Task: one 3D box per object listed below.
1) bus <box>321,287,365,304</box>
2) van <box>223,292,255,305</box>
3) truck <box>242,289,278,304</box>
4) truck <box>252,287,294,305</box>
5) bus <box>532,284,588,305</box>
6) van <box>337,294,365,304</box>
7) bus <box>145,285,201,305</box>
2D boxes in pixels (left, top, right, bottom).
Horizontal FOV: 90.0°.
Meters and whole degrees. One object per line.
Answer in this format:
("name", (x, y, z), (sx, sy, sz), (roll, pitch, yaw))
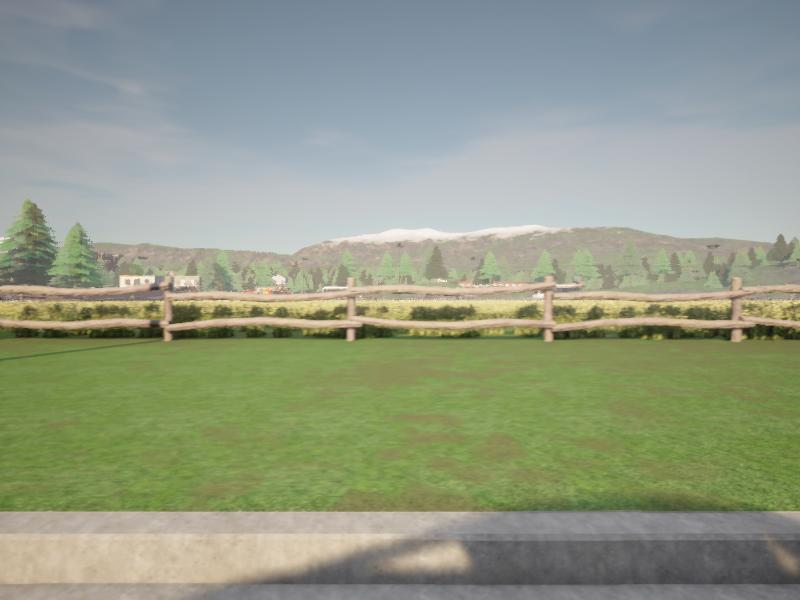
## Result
("bus", (-13.943, -1.134, 98.685), (10.273, 4.253, 3.944), (0, 0, 0))
("van", (-33.952, -0.290, 84.467), (5.915, 2.561, 1.988), (0, 0, 0))
("truck", (-36.193, -0.914, 103.620), (8.468, 3.827, 2.891), (0, 0, -33))
("truck", (-27.847, -0.917, 87.994), (8.468, 3.827, 2.891), (0, 0, 0))
("bus", (33.776, -1.148, 84.904), (10.273, 4.253, 3.944), (0, 0, 0))
("van", (-11.605, -0.223, 95.072), (6.366, 2.431, 2.351), (0, 0, 0))
("bus", (-49.818, -1.124, 88.019), (10.273, 4.253, 3.944), (0, 0, 0))
